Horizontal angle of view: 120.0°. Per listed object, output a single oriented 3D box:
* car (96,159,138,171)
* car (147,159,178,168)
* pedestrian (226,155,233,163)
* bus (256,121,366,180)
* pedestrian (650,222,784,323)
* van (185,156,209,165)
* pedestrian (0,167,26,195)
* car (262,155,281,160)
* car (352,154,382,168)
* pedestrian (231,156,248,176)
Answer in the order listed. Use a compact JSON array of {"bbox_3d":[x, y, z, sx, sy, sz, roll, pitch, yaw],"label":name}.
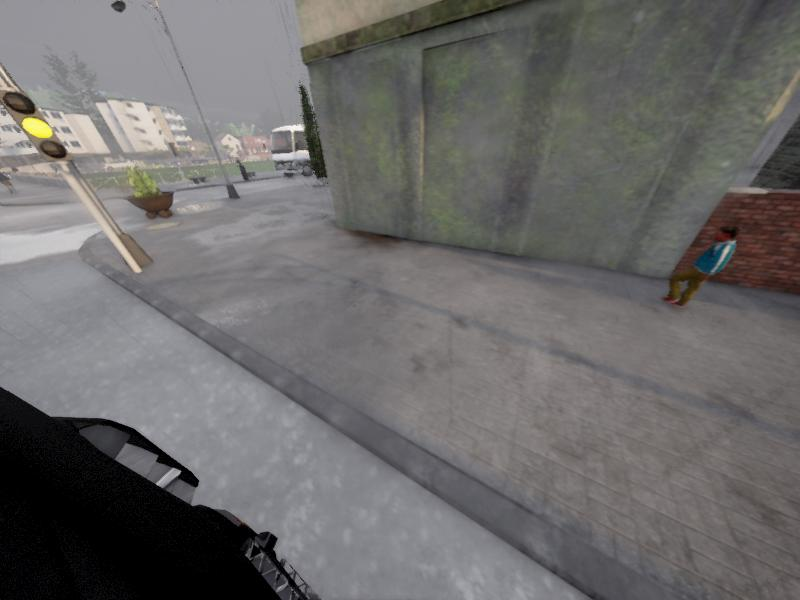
[{"bbox_3d":[-65.521,-31.276,53.570,2.150,2.045,5.566,16,38,26],"label":"car"},{"bbox_3d":[-61.275,-35.287,59.701,1.930,1.638,5.238,16,38,26],"label":"car"},{"bbox_3d":[-47.276,-39.091,64.082,0.751,1.860,0.751,16,38,26],"label":"pedestrian"},{"bbox_3d":[-8.513,-15.875,24.578,3.944,4.253,10.273,16,38,25],"label":"bus"},{"bbox_3d":[3.955,-0.350,2.964,0.500,1.100,0.500,-19,37,-23],"label":"pedestrian"},{"bbox_3d":[-57.300,-39.352,65.254,1.775,1.987,4.442,16,38,26],"label":"van"},{"bbox_3d":[-31.436,-9.489,18.382,0.751,1.860,0.751,-26,40,-31],"label":"pedestrian"},{"bbox_3d":[-45.545,-50.678,82.079,2.033,1.411,5.357,16,38,26],"label":"car"},{"bbox_3d":[-4.391,-18.833,31.279,1.970,1.475,3.806,16,38,26],"label":"car"},{"bbox_3d":[-17.754,-14.852,25.604,0.751,1.860,0.751,16,38,26],"label":"pedestrian"}]
